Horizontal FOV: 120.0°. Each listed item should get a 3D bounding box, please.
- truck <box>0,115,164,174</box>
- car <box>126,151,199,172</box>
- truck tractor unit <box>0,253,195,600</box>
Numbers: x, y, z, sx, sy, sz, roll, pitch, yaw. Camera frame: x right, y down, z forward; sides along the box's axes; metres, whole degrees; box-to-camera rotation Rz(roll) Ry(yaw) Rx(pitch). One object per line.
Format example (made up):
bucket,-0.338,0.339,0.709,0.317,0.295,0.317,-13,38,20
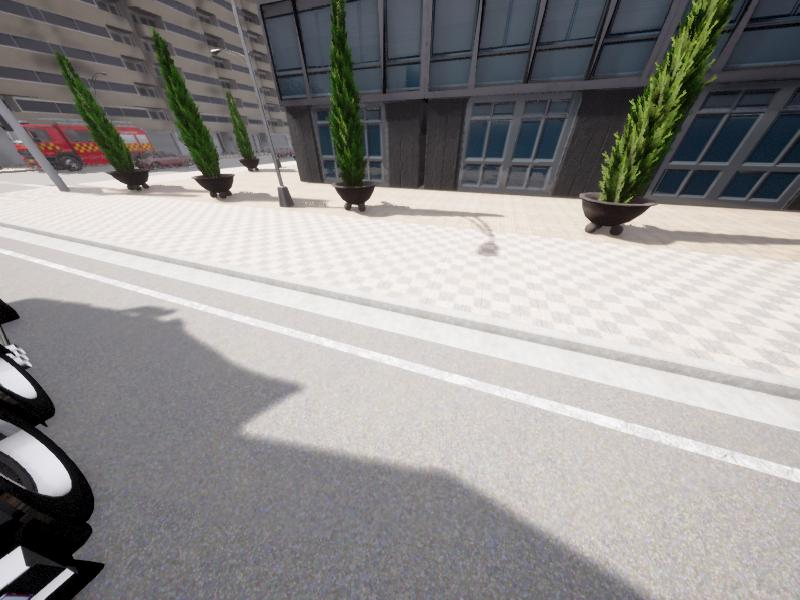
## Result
truck,-29.185,-14.655,21.843,2.891,3.827,8.468,11,36,16
car,-22.100,-13.147,21.780,1.994,1.385,4.181,12,37,16
truck tractor unit,-5.092,-0.320,0.808,6.516,4.208,3.053,19,39,25
